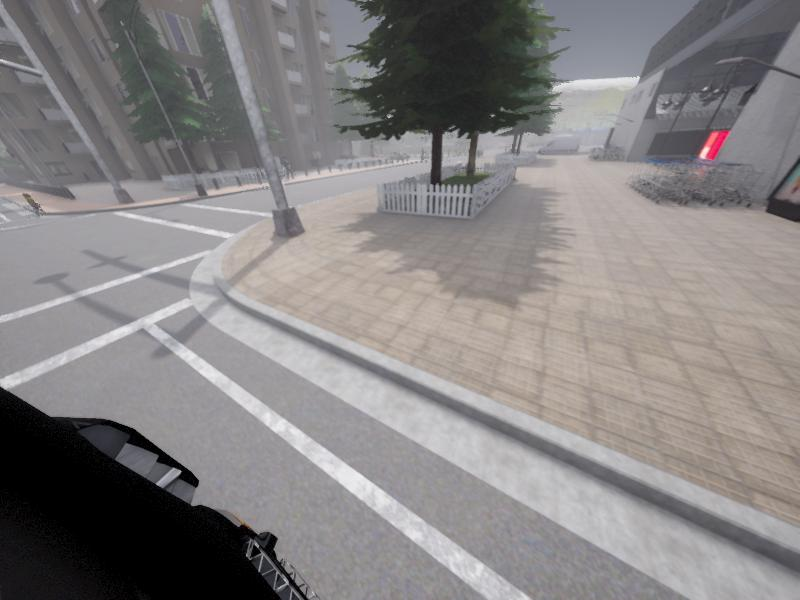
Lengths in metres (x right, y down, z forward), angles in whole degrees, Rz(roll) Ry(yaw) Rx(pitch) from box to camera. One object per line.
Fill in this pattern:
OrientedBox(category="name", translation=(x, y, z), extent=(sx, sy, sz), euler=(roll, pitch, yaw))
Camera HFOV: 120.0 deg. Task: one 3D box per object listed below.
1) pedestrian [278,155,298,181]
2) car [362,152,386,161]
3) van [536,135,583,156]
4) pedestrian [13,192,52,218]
OrientedBox(category="pedestrian", translation=(-9.772, -11.547, 20.230), extent=(0.751, 1.860, 0.751), euler=(15, 37, 25))
OrientedBox(category="car", translation=(-5.900, -32.026, 51.519), extent=(5.008, 1.535, 1.882), euler=(15, 37, 25))
OrientedBox(category="van", translation=(26.598, -25.905, 38.849), extent=(5.915, 2.561, 1.988), euler=(15, 37, 25))
OrientedBox(category="pedestrian", translation=(-18.411, -4.775, 11.581), extent=(0.500, 1.100, 0.500), euler=(13, 37, 22))
